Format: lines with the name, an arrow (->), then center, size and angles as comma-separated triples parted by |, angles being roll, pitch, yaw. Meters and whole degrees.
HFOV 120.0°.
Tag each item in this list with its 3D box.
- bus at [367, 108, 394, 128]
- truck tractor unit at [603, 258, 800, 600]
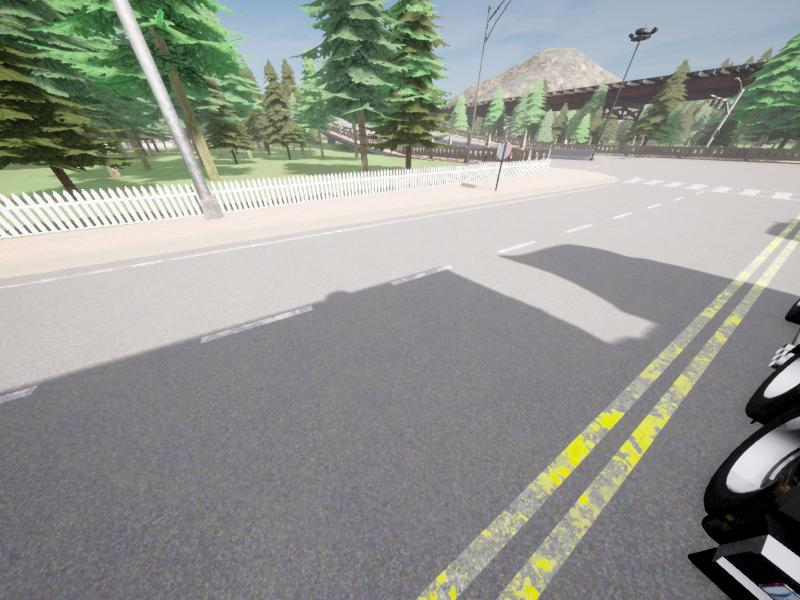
bus -> -6.422, -58.773, 74.475 | 3.944, 4.253, 10.273 | -20, 47, -26
truck tractor unit -> 5.099, -0.313, 0.797 | 6.516, 4.208, 3.053 | -19, 39, -25
